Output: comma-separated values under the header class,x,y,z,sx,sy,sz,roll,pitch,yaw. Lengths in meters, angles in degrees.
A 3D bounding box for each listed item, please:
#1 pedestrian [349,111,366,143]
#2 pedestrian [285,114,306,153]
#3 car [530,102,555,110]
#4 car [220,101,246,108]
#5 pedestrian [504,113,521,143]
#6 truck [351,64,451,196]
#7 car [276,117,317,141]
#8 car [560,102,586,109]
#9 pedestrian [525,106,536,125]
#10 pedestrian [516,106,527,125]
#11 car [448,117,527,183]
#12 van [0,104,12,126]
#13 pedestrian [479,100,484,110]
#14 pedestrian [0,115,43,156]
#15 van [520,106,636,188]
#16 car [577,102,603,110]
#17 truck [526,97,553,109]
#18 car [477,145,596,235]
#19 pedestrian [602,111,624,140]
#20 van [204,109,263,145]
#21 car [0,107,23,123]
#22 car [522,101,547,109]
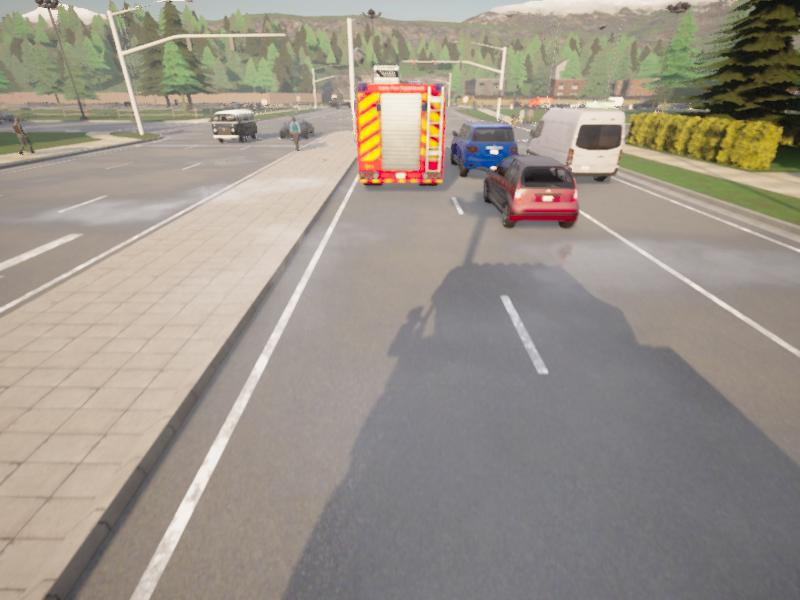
class,x,y,z,sx,sy,sz,roll,pitch,yaw
pedestrian,-2.781,-11.409,26.375,0.751,1.860,0.751,17,32,29
pedestrian,-5.658,-9.061,21.787,0.751,1.860,0.751,0,27,0
car,33.130,-45.174,93.005,4.974,1.542,2.038,0,27,0
car,-38.981,-45.564,93.262,4.974,1.542,2.038,0,27,0
pedestrian,7.740,-11.848,27.635,0.751,1.860,0.751,-1,27,-2
truck,0.024,-7.114,16.276,2.891,3.827,8.468,0,27,0
car,-7.907,-13.290,30.924,1.994,1.385,4.181,0,27,1
car,41.493,-46.729,96.088,4.974,1.542,2.038,0,27,0
pedestrian,14.525,-20.598,44.708,0.751,1.860,0.751,2,27,3
pedestrian,13.682,-20.763,45.024,0.751,1.860,0.751,1,27,1
car,3.516,-6.668,17.378,2.150,2.045,5.566,0,27,0
van,-43.986,-19.393,41.870,4.442,1.987,1.775,1,27,0
pedestrian,18.506,-44.267,90.790,0.751,1.860,0.751,8,28,15
pedestrian,-19.094,-8.300,20.186,0.751,1.860,0.751,5,28,8
van,7.024,-6.637,16.802,1.988,2.561,5.915,0,27,0
car,44.112,-45.049,92.999,4.902,1.511,2.128,0,27,0
truck,33.311,-47.165,95.915,5.204,2.467,2.627,0,27,0
car,3.490,-3.213,11.135,1.851,1.617,3.988,0,27,0
pedestrian,15.142,-12.408,28.444,0.751,1.860,0.751,1,27,1
van,-11.429,-12.119,27.898,2.069,2.038,4.480,0,26,0
car,-46.126,-20.830,45.086,4.974,1.542,2.038,0,27,0
car,33.327,-48.394,99.218,5.238,1.638,1.930,0,27,0
